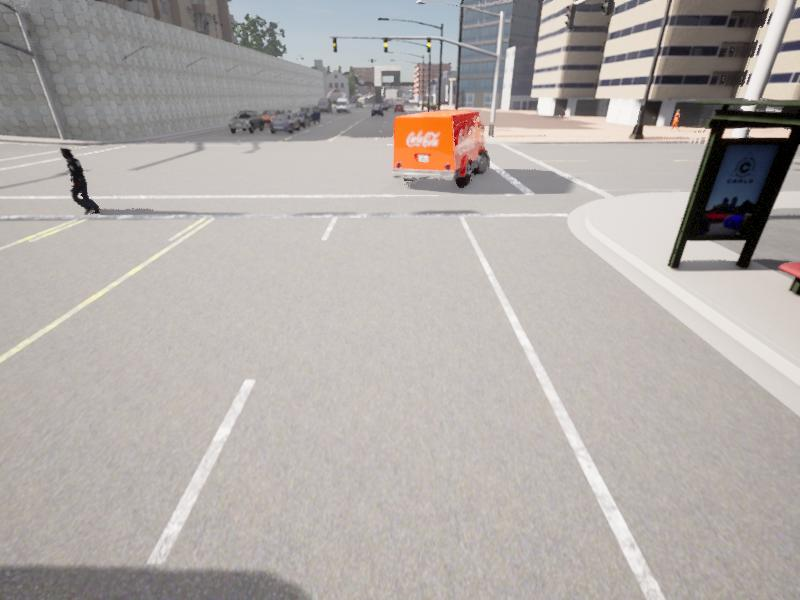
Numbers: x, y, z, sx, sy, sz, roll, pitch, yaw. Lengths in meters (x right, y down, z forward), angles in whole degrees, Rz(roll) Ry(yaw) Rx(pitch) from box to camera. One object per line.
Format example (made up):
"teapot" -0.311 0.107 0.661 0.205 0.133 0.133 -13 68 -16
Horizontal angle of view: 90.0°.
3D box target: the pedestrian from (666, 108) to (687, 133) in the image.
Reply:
"pedestrian" 23.604 -15.353 34.191 0.751 1.860 0.751 -3 27 -6

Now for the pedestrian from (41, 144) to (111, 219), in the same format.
"pedestrian" -8.815 -3.248 10.974 0.751 1.860 0.751 -6 28 -12

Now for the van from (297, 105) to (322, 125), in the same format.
"van" -10.612 -21.833 47.202 1.775 1.987 4.442 0 27 0

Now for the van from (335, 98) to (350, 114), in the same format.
"van" -10.669 -36.232 74.678 1.988 2.561 5.915 0 27 0

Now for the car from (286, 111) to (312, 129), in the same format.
"car" -10.605 -19.045 42.259 1.845 1.501 3.633 0 27 0

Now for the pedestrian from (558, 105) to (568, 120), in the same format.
"pedestrian" 21.935 -25.284 53.904 0.751 1.860 0.751 -4 27 -7

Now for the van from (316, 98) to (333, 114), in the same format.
"van" -14.170 -36.518 75.261 1.988 2.561 5.915 0 27 0

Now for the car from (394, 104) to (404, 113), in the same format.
"car" -0.170 -37.602 78.515 2.007 1.525 4.514 0 27 0

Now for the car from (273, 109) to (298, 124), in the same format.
"car" -14.115 -22.662 49.411 1.816 1.474 4.193 0 27 0

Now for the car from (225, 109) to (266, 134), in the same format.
"car" -14.095 -16.459 36.851 1.932 1.855 4.605 0 27 0

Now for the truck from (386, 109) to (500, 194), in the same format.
"truck" 1.880 -5.989 15.647 2.627 2.467 5.204 10 29 24

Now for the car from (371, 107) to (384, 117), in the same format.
"car" -3.641 -30.655 65.133 1.895 1.301 4.718 0 27 0

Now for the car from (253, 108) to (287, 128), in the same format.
"car" -14.107 -19.935 43.734 2.097 1.767 4.553 0 27 0

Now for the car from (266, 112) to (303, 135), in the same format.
"car" -10.594 -16.445 37.078 2.033 1.649 4.856 0 27 0
